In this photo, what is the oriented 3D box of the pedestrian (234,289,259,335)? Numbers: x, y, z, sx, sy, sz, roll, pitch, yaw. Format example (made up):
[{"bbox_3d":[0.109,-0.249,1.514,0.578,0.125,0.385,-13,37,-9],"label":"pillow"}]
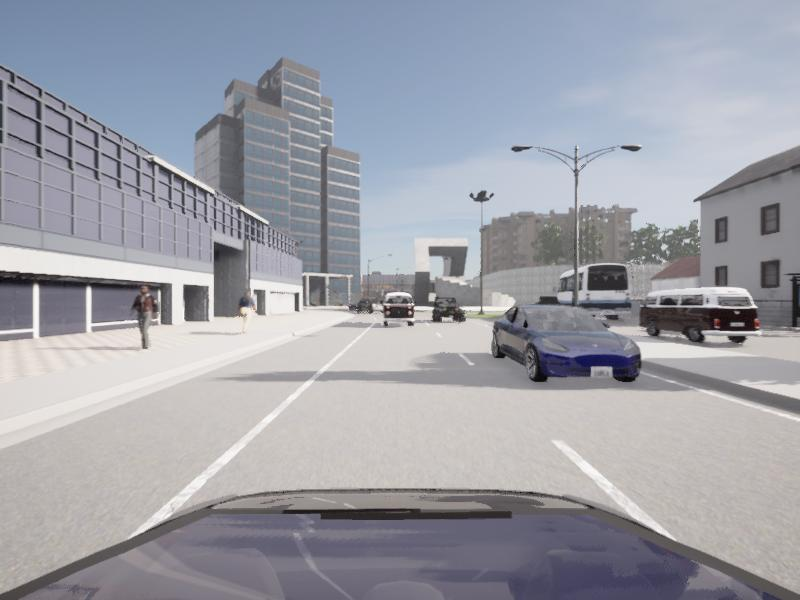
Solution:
[{"bbox_3d":[-6.451,0.487,16.805,0.751,1.860,0.751,0,0,1],"label":"pedestrian"}]

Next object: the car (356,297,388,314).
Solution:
[{"bbox_3d":[-3.307,0.660,46.245,1.932,1.855,4.605,1,-1,-30],"label":"car"}]

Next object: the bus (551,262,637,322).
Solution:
[{"bbox_3d":[15.897,-0.531,33.984,3.944,4.253,10.273,0,0,10],"label":"bus"}]

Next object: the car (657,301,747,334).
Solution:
[{"bbox_3d":[15.033,0.830,20.196,1.845,1.501,3.633,0,0,0],"label":"car"}]

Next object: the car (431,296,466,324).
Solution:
[{"bbox_3d":[3.335,0.650,28.139,1.905,1.878,3.866,0,0,-2],"label":"car"}]

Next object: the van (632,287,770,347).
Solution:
[{"bbox_3d":[11.509,0.574,15.789,2.069,2.038,4.480,0,0,0],"label":"van"}]

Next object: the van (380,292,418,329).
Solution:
[{"bbox_3d":[-0.126,0.574,24.240,2.069,2.038,4.480,0,0,-2],"label":"van"}]

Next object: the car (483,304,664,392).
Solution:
[{"bbox_3d":[3.513,0.853,9.359,2.163,1.488,4.792,0,0,0],"label":"car"}]

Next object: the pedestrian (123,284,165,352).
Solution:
[{"bbox_3d":[-7.199,0.482,11.287,0.751,1.860,0.751,0,0,-5],"label":"pedestrian"}]

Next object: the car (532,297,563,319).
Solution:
[{"bbox_3d":[12.909,0.651,35.213,1.905,1.878,3.866,0,0,11],"label":"car"}]
